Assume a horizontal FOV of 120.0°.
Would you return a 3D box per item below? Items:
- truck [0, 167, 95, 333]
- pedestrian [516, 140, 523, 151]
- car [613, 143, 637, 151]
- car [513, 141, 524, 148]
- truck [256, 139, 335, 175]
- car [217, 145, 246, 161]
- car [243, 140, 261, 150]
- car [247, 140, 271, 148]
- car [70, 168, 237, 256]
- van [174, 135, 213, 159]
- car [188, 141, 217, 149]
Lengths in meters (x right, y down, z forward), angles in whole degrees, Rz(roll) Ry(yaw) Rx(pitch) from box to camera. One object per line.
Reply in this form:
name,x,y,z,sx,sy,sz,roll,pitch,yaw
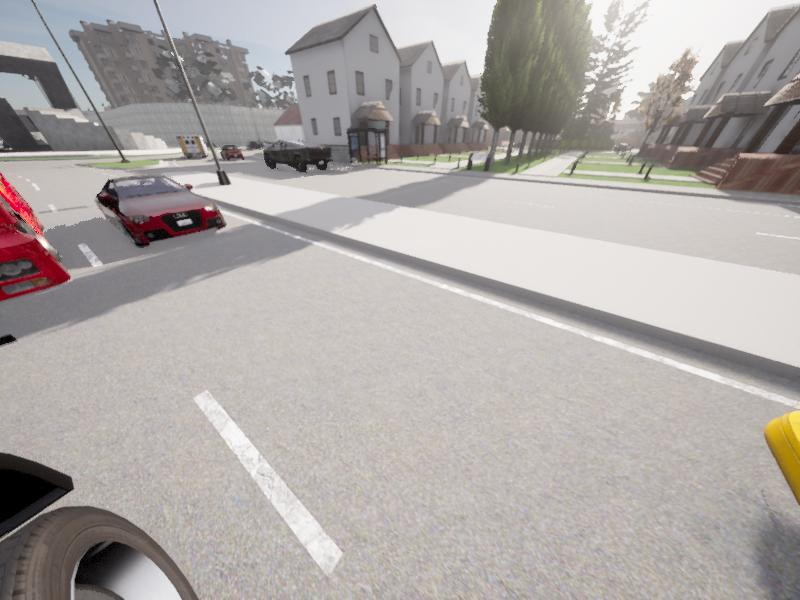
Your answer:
truck,-9.379,-2.259,3.758,8.468,3.827,2.891,22,41,28
pedestrian,24.747,-32.148,47.965,0.751,1.860,0.751,10,36,14
car,50.178,-34.175,51.538,4.974,1.542,2.038,-20,40,-26
car,33.467,-43.834,65.125,2.033,1.649,4.856,18,39,24
truck,-8.476,-11.738,18.758,6.274,2.098,2.390,22,41,28
car,-20.045,-17.513,27.443,1.816,1.474,4.193,-26,43,-32
car,-31.645,-33.120,49.434,1.930,1.638,5.238,-25,42,-31
car,-37.869,-41.945,62.050,2.038,1.542,4.974,24,41,30
car,-7.016,-2.750,6.609,4.181,1.385,1.994,22,41,28
van,-27.040,-20.326,30.570,2.351,2.431,6.366,-17,39,-23
car,-45.880,-36.069,53.707,4.674,1.442,1.812,-9,37,-13
